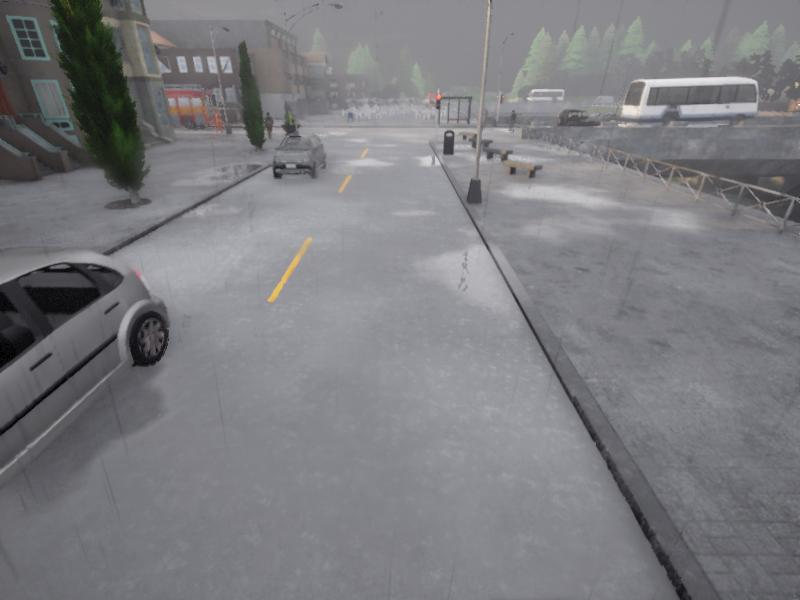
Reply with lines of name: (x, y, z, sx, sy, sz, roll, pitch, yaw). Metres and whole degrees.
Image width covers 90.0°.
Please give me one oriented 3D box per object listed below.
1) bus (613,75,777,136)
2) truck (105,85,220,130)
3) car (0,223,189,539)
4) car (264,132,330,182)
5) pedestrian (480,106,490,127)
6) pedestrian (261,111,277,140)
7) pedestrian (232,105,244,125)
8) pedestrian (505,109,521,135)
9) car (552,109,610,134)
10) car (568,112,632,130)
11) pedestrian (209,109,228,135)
bus: (25.058, -16.839, 34.749, 10.273, 4.253, 3.944, -1, 27, 1)
truck: (-22.426, -18.463, 38.367, 8.468, 3.827, 2.891, -1, 27, -1)
car: (-3.956, 0.696, 3.502, 1.851, 1.617, 3.988, 1, 27, 2)
car: (-4.149, -6.074, 16.742, 1.789, 1.549, 3.705, 0, 27, -1)
pedestrian: (8.544, -18.518, 40.328, 0.751, 1.860, 0.751, 7, 28, 14)
pedestrian: (-9.284, -12.371, 28.376, 0.751, 1.860, 0.751, -7, 28, -13)
pedestrian: (-17.454, -19.954, 43.135, 0.751, 1.860, 0.751, 1, 27, 3)
pedestrian: (9.096, -14.435, 32.363, 0.751, 1.860, 0.751, -9, 28, -16)
car: (15.657, -15.544, 34.783, 3.866, 1.878, 1.905, -1, 27, -2)
car: (19.144, -17.250, 38.514, 4.902, 1.511, 2.128, 0, 27, 1)
pedestrian: (-14.419, -14.129, 31.800, 0.751, 1.860, 0.751, 1, 27, 1)
